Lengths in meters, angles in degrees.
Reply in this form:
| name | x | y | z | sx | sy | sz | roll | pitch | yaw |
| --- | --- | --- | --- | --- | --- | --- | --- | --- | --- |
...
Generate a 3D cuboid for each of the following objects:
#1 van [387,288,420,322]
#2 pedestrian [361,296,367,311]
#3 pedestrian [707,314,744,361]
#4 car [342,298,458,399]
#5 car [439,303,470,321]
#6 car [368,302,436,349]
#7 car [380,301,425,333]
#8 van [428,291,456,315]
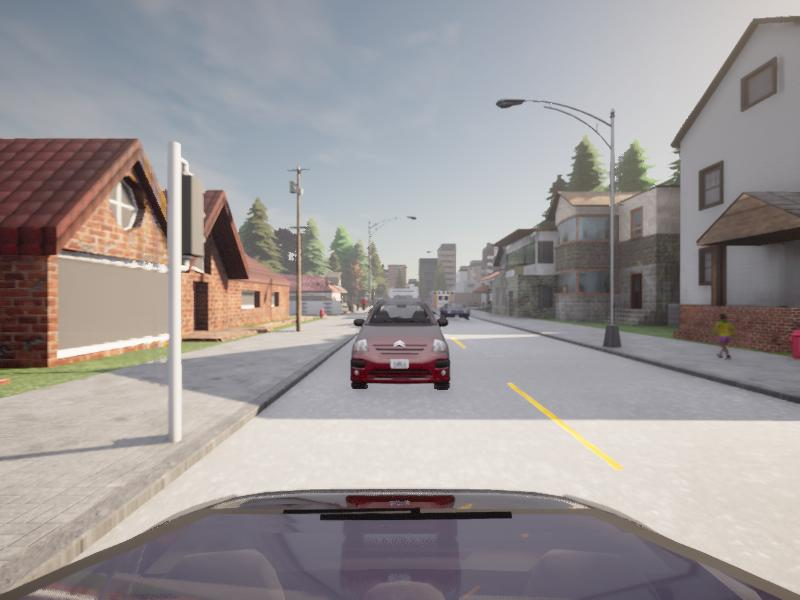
| name | x | y | z | sx | sy | sz | roll | pitch | yaw |
| --- | --- | --- | --- | --- | --- | --- | --- | --- | --- |
| van | 0.259 | 0.330 | 31.589 | 2.351 | 2.431 | 6.366 | 0 | 0 | 1 |
| pedestrian | -4.667 | 0.455 | 51.758 | 0.751 | 1.860 | 0.751 | 0 | 0 | -1 |
| pedestrian | 7.916 | 0.889 | 9.736 | 0.500 | 1.100 | 0.500 | 0 | 0 | 3 |
| car | 0.024 | 0.775 | 8.398 | 1.851 | 1.617 | 3.988 | 0 | 0 | 1 |
| car | 4.265 | 0.896 | 31.827 | 1.895 | 1.301 | 4.718 | 0 | 0 | 1 |
| car | 0.093 | 0.828 | 15.140 | 2.163 | 1.488 | 4.792 | 0 | 0 | 1 |
| car | 0.158 | 0.818 | 21.606 | 2.163 | 1.488 | 4.792 | 0 | 0 | 1 |
| van | 4.381 | 0.313 | 42.978 | 2.351 | 2.431 | 6.366 | 0 | 0 | 1 |
